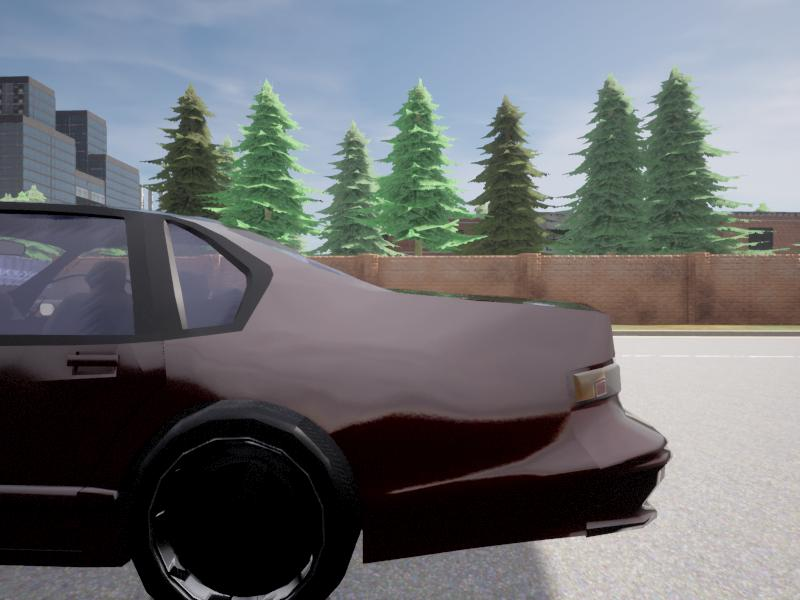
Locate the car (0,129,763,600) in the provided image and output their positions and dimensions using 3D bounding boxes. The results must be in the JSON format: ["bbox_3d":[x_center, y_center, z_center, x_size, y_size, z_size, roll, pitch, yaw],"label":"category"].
[{"bbox_3d":[-1.761,0.294,2.089,5.357,1.411,2.033,0,0,2],"label":"car"}]

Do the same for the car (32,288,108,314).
[{"bbox_3d":[-24.995,0.053,30.539,1.932,1.855,4.605,0,0,2],"label":"car"}]

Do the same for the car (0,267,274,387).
[{"bbox_3d":[-4.212,0.307,5.691,4.181,1.385,1.994,0,0,2],"label":"car"}]

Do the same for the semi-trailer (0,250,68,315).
[{"bbox_3d":[-28.652,-1.300,25.513,2.717,4.402,14.254,0,-2,2],"label":"semi-trailer"}]
